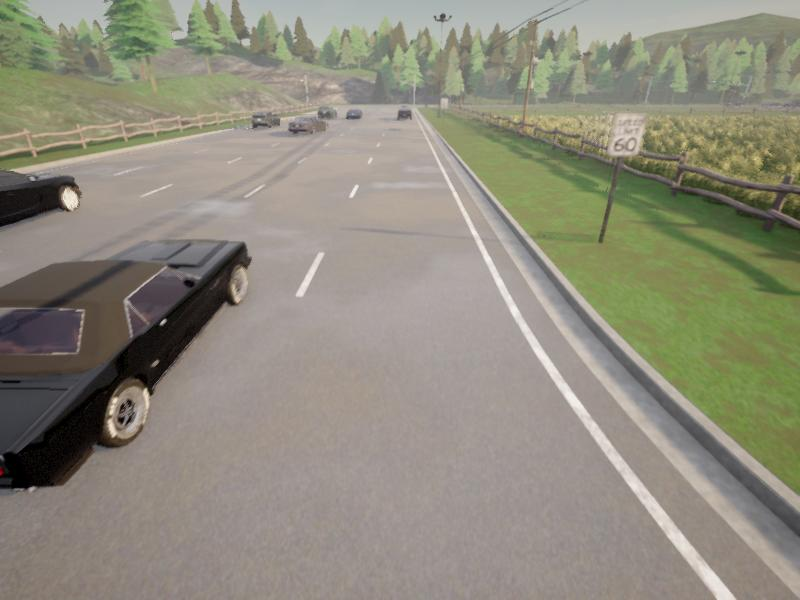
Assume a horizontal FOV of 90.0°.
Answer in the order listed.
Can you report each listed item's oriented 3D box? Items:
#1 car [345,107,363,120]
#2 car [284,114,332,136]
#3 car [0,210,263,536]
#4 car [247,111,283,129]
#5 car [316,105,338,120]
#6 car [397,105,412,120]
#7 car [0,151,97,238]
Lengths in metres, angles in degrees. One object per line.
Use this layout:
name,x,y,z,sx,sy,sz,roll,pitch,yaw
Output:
car,-6.337,-26.191,56.106,1.994,1.385,4.181,0,27,1
car,-7.879,-15.243,34.767,2.033,1.411,5.357,5,28,10
car,-3.471,0.158,4.900,1.895,1.301,4.718,0,27,1
car,-13.530,-18.261,40.487,2.007,1.525,4.514,0,27,1
car,-9.859,-25.483,54.259,2.097,1.767,4.553,0,27,1
car,0.656,-26.011,55.464,1.930,1.638,5.238,0,27,1
car,-10.409,-2.542,9.884,1.882,1.535,5.008,0,27,1
